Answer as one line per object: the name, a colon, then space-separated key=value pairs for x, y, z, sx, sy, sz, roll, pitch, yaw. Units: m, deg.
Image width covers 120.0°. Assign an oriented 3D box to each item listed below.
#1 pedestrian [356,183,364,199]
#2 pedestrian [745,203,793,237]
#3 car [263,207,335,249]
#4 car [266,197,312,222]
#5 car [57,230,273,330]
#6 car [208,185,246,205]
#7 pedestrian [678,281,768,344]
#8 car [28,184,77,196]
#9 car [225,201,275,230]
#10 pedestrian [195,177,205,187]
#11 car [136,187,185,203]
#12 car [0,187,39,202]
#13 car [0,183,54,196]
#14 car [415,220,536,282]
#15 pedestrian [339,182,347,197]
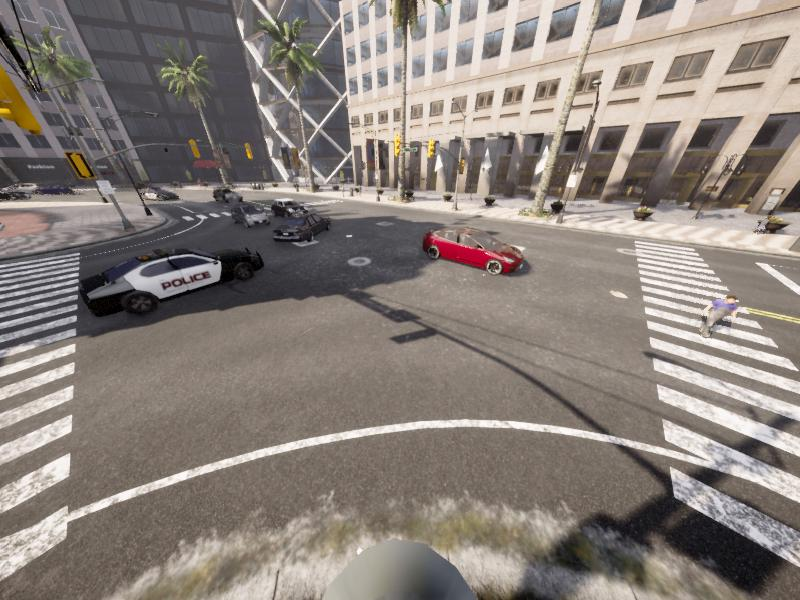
pedestrian: x=-5.461 y=-14.810 z=31.444 sx=0.751 sy=1.860 sz=0.751 roll=7 pitch=31 yaw=12
pedestrian: x=23.048 y=-5.025 z=14.495 sx=0.751 sy=1.860 sz=0.751 roll=25 pitch=38 yaw=36
car: x=-6.172 y=-4.883 z=15.070 sx=2.033 sy=1.411 sz=5.357 roll=2 pitch=30 yaw=4
car: x=-9.942 y=-8.205 z=20.741 sx=3.806 sy=1.475 sz=1.970 roll=23 pitch=37 yaw=34
car: x=-7.817 y=-1.127 z=8.427 sx=2.038 sy=1.542 sz=4.974 roll=19 pitch=35 yaw=30
car: x=-21.862 y=-13.296 z=29.154 sx=4.605 sy=1.855 sz=1.932 roll=20 pitch=36 yaw=31
pedestrian: x=8.380 y=0.322 z=6.099 sx=0.751 sy=1.300 sz=0.751 roll=17 pitch=34 yaw=27
car: x=-54.927 y=-17.392 z=36.599 sx=3.633 sy=1.501 sz=1.845 roll=-8 pitch=31 yaw=-14
car: x=-11.817 y=-6.735 z=18.140 sx=3.633 sy=1.501 sz=1.845 roll=23 pitch=37 yaw=34
pedestrian: x=-42.315 y=-24.896 z=48.914 sx=0.751 sy=1.860 sz=0.751 roll=1 pitch=30 yaw=2
car: x=-31.913 y=-14.047 z=30.814 sx=4.974 sy=1.542 sz=2.038 roll=9 pitch=31 yaw=16
car: x=-53.181 y=-14.028 z=30.795 sx=4.902 sy=1.511 sz=2.128 roll=-10 pitch=31 yaw=-17
car: x=-61.293 y=-18.121 z=37.721 sx=4.611 sy=1.667 sz=2.242 roll=-12 pitch=32 yaw=-20
car: x=3.320 y=-2.555 z=10.949 sx=4.792 sy=1.488 sz=2.163 roll=23 pitch=37 yaw=34
pedestrian: x=-8.234 y=-15.896 z=33.325 sx=0.751 sy=1.860 sz=0.751 roll=-21 pitch=36 yaw=-32
